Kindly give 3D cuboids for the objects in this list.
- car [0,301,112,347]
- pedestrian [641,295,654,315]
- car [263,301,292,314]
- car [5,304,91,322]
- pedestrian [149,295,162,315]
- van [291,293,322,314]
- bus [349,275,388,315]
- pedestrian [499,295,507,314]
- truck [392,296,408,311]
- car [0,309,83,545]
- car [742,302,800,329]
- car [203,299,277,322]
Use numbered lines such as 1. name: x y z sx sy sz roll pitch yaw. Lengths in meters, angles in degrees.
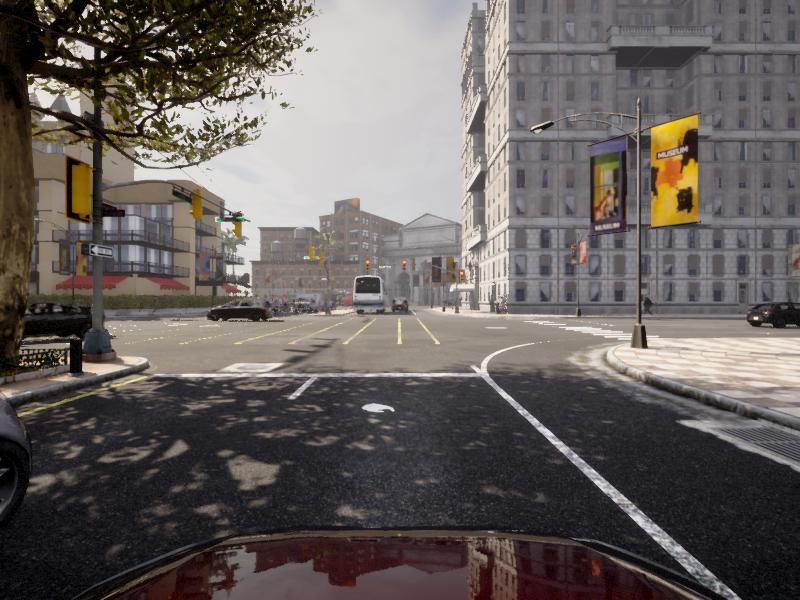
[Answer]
1. car: -13.966 0.826 15.196 2.007 1.525 4.514 0 0 24
2. pedestrian: 22.857 0.480 36.958 0.751 1.860 0.751 0 0 -5
3. car: -15.001 0.888 49.342 2.033 1.411 5.357 0 0 0
4. car: -26.046 0.939 29.747 4.718 1.301 1.895 0 0 0
5. pedestrian: -23.029 0.480 37.661 0.751 1.860 0.751 0 0 12
6. van: -11.502 0.371 49.802 2.351 2.431 6.366 0 0 0
7. bus: -3.622 -0.541 48.601 3.944 4.253 10.273 0 0 0
8. pedestrian: 10.351 0.479 40.292 0.751 1.860 0.751 0 0 12
9. truck: 0.000 0.534 59.649 2.390 2.098 6.274 0 0 0
10. car: -3.492 0.826 1.425 1.845 1.501 3.633 0 0 0
11. car: 22.546 0.851 23.029 4.193 1.474 1.816 0 0 0
12. car: -11.855 0.754 29.816 4.611 1.667 2.242 0 0 0
